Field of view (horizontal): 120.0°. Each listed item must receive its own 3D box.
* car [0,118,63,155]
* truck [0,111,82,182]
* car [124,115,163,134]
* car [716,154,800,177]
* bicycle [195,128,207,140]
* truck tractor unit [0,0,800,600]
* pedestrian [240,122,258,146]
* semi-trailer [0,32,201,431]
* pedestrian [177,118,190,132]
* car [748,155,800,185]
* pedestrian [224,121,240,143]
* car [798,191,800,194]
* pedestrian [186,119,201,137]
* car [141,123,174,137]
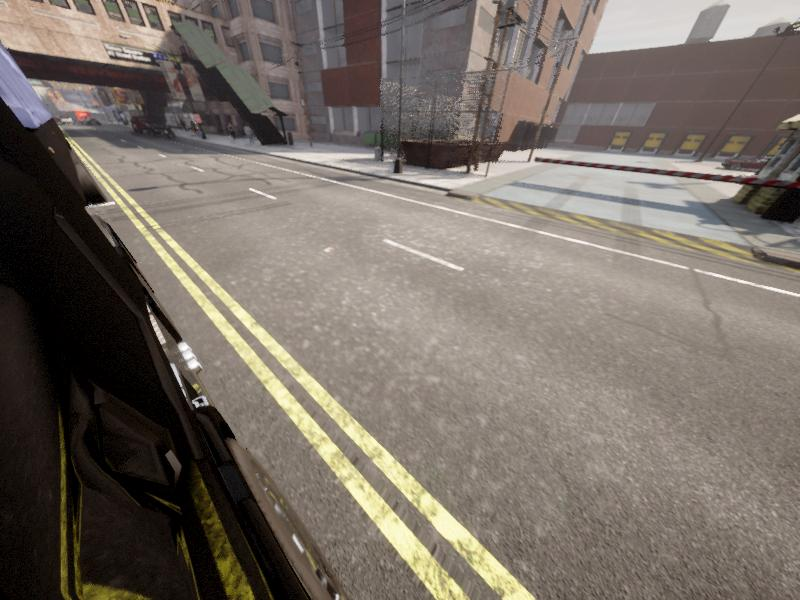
[{"bbox_3d":[-24.532,-10.858,15.242,5.238,1.638,1.930,28,44,30],"label":"car"},{"bbox_3d":[-16.729,-6.903,10.069,6.274,2.098,2.390,28,44,30],"label":"truck"},{"bbox_3d":[-38.945,-26.607,35.072,5.566,2.045,2.435,28,43,29],"label":"car"},{"bbox_3d":[34.902,-13.151,22.422,4.718,1.301,1.895,28,43,29],"label":"car"},{"bbox_3d":[-23.401,-19.512,27.150,1.643,1.024,0.373,28,33,29],"label":"bicycle"},{"bbox_3d":[-2.645,-0.295,0.351,6.516,4.208,3.053,28,44,30],"label":"truck tractor unit"},{"bbox_3d":[-14.674,-16.105,22.433,0.751,1.860,0.751,28,44,30],"label":"pedestrian"},{"bbox_3d":[-8.646,-3.639,4.280,14.254,4.402,2.717,29,44,30],"label":"semi-trailer"},{"bbox_3d":[-35.761,-28.908,38.215,0.751,1.860,0.751,22,41,24],"label":"pedestrian"},{"bbox_3d":[28.340,-8.614,15.592,5.008,1.535,2.097,28,43,29],"label":"car"},{"bbox_3d":[-18.142,-18.173,24.979,0.751,1.860,0.751,32,45,33],"label":"pedestrian"},{"bbox_3d":[23.533,-5.347,10.693,4.553,1.767,2.185,28,43,29],"label":"car"},{"bbox_3d":[-26.941,-22.468,30.161,0.751,1.860,0.751,28,43,30],"label":"pedestrian"},{"bbox_3d":[-33.258,-23.322,31.652,4.718,1.301,1.895,28,43,29],"label":"car"}]
